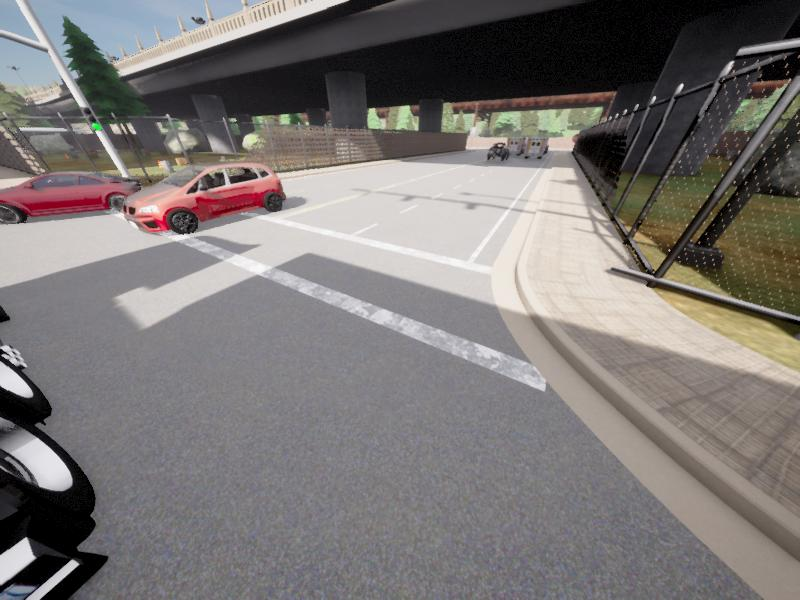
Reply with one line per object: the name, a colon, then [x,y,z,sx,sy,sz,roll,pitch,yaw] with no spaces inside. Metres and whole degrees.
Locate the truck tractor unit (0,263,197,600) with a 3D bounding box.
truck tractor unit: [-5.110,-0.302,0.779,6.516,4.208,3.053,18,39,24]

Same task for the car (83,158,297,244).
car: [-6.380,-3.671,7.850,2.242,1.667,4.611,18,39,24]

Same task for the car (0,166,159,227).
car: [-12.103,-3.904,8.454,4.181,1.385,1.994,-21,40,-27]
